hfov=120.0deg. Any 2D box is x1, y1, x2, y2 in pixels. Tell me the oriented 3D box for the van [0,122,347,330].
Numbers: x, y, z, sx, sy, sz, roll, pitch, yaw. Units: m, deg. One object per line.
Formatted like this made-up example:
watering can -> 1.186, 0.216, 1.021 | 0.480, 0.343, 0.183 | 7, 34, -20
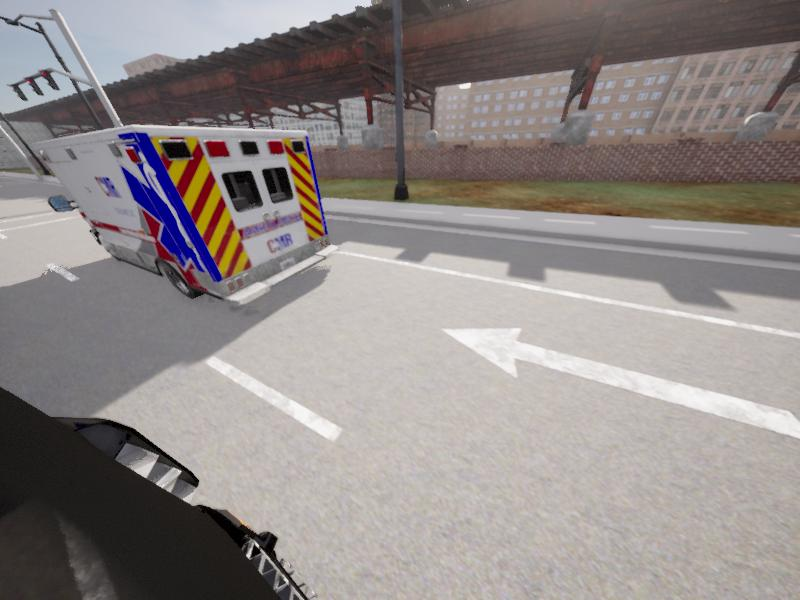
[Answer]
van -> -4.576, -1.889, 4.859 | 6.366, 2.431, 2.351 | 14, 37, 24
